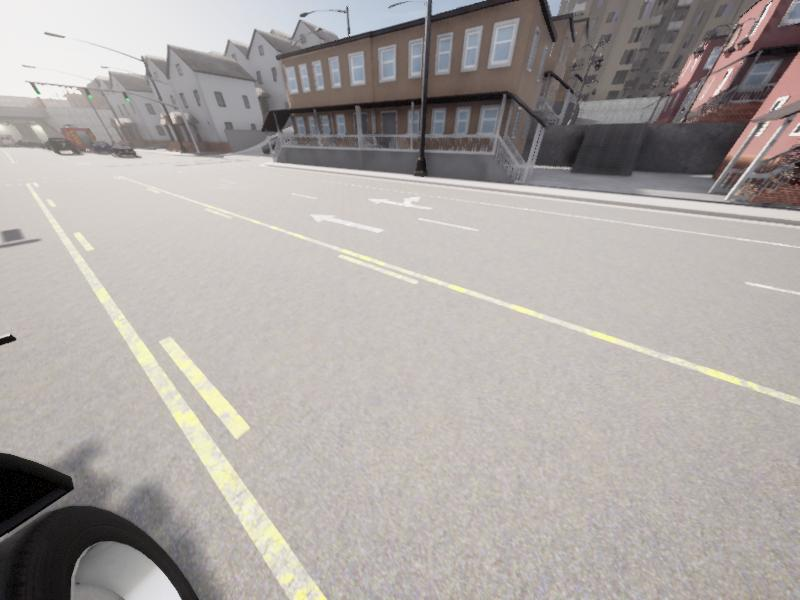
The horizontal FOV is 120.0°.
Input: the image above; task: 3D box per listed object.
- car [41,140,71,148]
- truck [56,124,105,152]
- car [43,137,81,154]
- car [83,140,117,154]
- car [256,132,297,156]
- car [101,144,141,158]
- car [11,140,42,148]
[{"bbox_3d":[-80.405,-36.531,53.992,4.902,1.511,2.128,11,36,15],"label":"car"},{"bbox_3d":[-58.004,-29.355,41.917,8.468,3.827,2.891,22,41,28],"label":"truck"},{"bbox_3d":[-51.761,-23.632,35.366,5.566,2.045,2.150,22,40,28],"label":"car"},{"bbox_3d":[-47.254,-24.154,36.363,4.553,1.767,2.097,22,41,28],"label":"car"},{"bbox_3d":[-18.050,-22.991,34.011,1.882,1.535,5.008,21,56,27],"label":"car"},{"bbox_3d":[-36.923,-19.797,30.591,5.357,1.411,2.033,21,40,27],"label":"car"},{"bbox_3d":[-84.187,-35.209,52.081,4.892,1.490,1.837,11,36,14],"label":"car"}]
